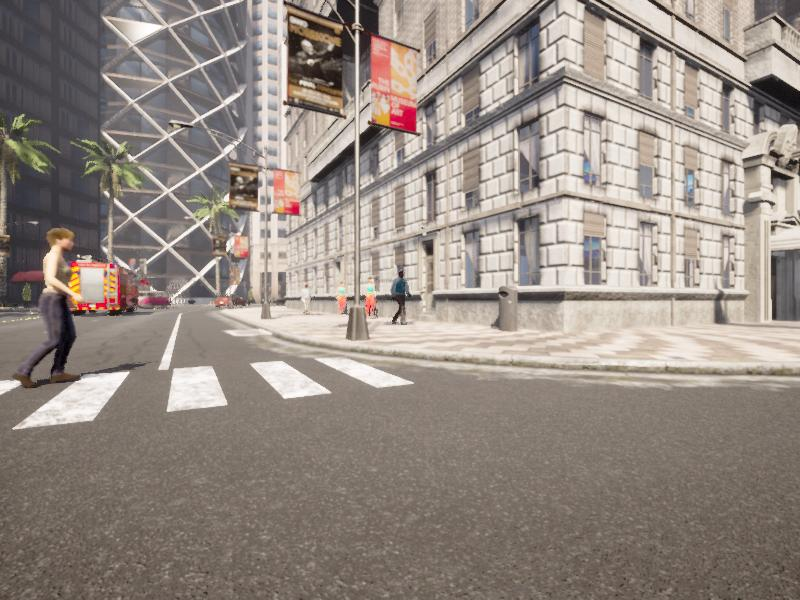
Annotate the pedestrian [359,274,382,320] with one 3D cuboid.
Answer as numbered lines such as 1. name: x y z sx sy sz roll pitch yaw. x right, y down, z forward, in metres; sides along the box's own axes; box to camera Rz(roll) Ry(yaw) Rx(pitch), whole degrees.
1. pedestrian: -1.254 -0.115 16.882 0.751 1.860 0.751 0 0 -24

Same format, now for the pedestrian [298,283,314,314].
1. pedestrian: -5.772 -0.115 24.513 0.751 1.860 0.751 0 0 -28

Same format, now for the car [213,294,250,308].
1. car: -20.888 0.179 49.781 2.152 1.651 5.027 0 0 5

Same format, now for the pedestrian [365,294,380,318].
1. pedestrian: -1.280 0.265 18.439 0.500 1.100 0.500 0 0 -32

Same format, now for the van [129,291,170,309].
1. van: -28.006 -0.002 44.842 1.775 1.987 4.442 0 0 1

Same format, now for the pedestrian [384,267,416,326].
1. pedestrian: -0.004 -0.115 13.038 0.751 1.860 0.751 0 0 -35

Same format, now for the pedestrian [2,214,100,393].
1. pedestrian: -4.011 0.037 4.669 0.751 1.860 0.751 0 0 -32

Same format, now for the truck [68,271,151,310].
1. truck: -31.547 -0.922 44.050 2.891 3.827 8.468 0 0 0

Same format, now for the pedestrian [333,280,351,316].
1. pedestrian: -3.084 -0.115 21.208 0.751 1.860 0.751 0 0 -27

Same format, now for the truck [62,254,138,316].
1. truck: -21.194 -0.921 28.797 2.891 3.827 8.468 0 0 -27
